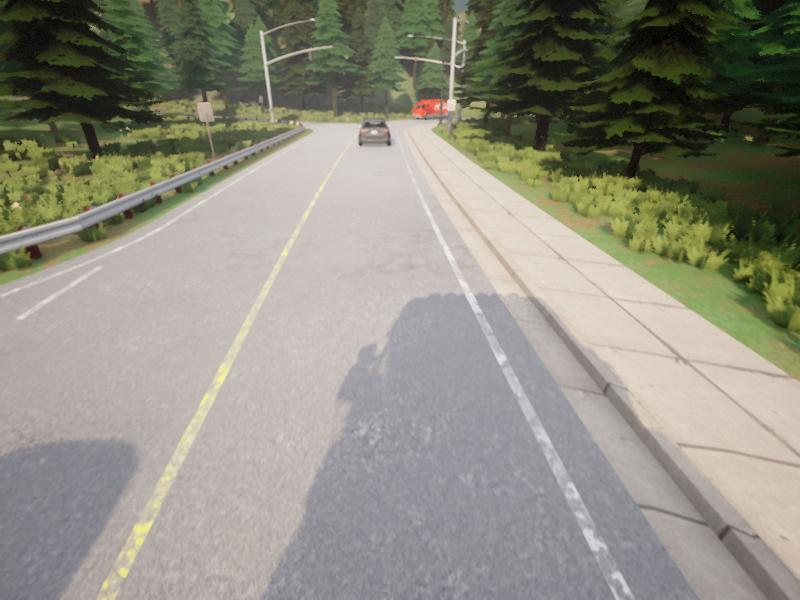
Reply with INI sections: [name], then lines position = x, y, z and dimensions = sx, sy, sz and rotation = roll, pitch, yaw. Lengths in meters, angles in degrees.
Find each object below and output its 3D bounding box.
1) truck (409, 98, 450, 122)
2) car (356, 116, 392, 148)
[truck]
position = 3.986, -25.628, 53.841
dimensions = 5.204, 2.467, 2.627
rotation = -24, 36, -35
[car]
position = -1.727, -11.620, 27.458
dimensions = 2.242, 1.667, 4.611
rotation = -1, 27, -2
